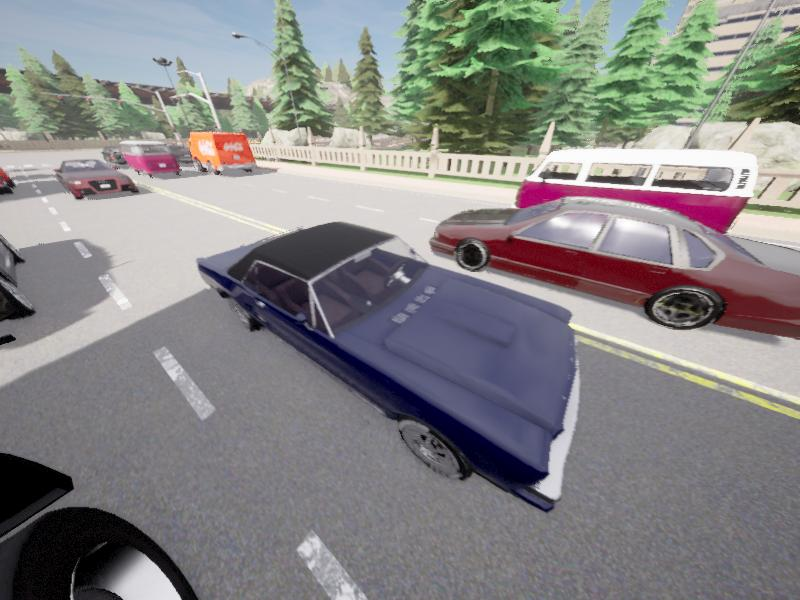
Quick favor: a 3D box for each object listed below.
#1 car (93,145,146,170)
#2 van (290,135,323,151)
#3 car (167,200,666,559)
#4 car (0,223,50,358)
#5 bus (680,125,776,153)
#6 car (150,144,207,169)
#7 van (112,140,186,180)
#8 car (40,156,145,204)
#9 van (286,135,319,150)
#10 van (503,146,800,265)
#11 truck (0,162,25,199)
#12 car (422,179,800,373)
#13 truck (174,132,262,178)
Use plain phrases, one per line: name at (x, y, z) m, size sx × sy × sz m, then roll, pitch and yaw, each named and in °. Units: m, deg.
car at (-23.590, -12.042, 19.458) m, size 3.705 × 1.549 × 1.789 m, roll 22°, pitch 41°, yaw 28°
van at (-18.793, -31.931, 46.825) m, size 1.988 × 2.561 × 5.915 m, roll 22°, pitch 41°, yaw 28°
car at (-0.513, -0.066, 2.873) m, size 4.718 × 1.301 × 1.895 m, roll 22°, pitch 41°, yaw 28°
car at (-7.416, -0.557, 3.219) m, size 5.238 × 1.638 × 1.930 m, roll 22°, pitch 41°, yaw 28°
bus at (66.005, -32.905, 47.217) m, size 3.944 × 4.253 × 10.273 m, roll -28°, pitch 44°, yaw -34°
car at (-19.988, -13.068, 20.873) m, size 4.856 × 1.649 × 2.033 m, roll 22°, pitch 41°, yaw 28°
van at (-16.759, -9.435, 15.436) m, size 4.442 × 1.987 × 1.775 m, roll 22°, pitch 41°, yaw 28°
car at (-14.074, -5.623, 10.588) m, size 4.181 × 1.385 × 1.994 m, roll 22°, pitch 41°, yaw 28°
van at (-20.733, -33.858, 49.541) m, size 1.988 × 2.561 × 5.915 m, roll 22°, pitch 41°, yaw 28°
van at (5.601, -2.810, 6.157) m, size 4.480 × 2.038 × 2.069 m, roll 22°, pitch 41°, yaw 28°
truck at (-19.733, -5.920, 10.007) m, size 5.204 × 2.467 × 2.627 m, roll 22°, pitch 41°, yaw 28°
car at (3.277, -1.027, 4.177) m, size 5.357 × 1.411 × 2.033 m, roll 22°, pitch 41°, yaw 28°
truck at (-13.069, -10.588, 16.696) m, size 5.204 × 2.467 × 2.627 m, roll 23°, pitch 41°, yaw 27°
